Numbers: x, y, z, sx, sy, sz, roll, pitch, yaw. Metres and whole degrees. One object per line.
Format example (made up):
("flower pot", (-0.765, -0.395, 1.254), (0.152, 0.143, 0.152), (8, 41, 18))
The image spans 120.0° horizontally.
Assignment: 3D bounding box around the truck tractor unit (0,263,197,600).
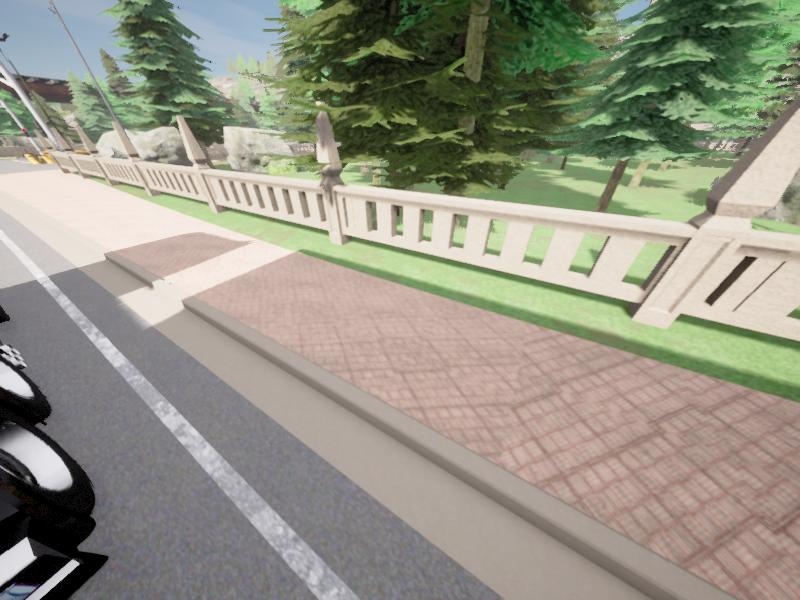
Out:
("truck tractor unit", (-5.108, -0.305, 0.776), (6.516, 4.208, 3.053), (19, 39, 24))
